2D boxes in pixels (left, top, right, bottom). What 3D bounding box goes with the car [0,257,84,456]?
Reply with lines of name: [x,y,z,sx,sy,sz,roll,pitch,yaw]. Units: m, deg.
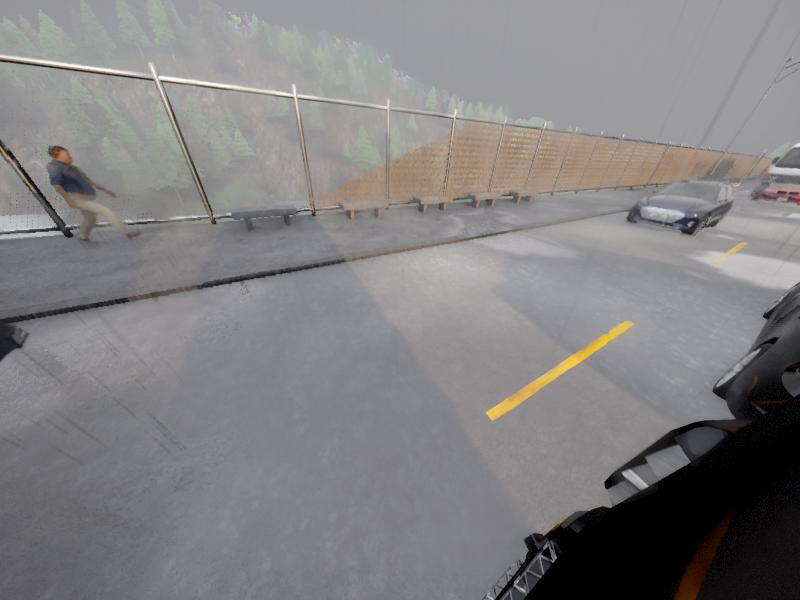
car: [-5.515,1.001,0.546,5.027,1.651,2.152,-16,38,-26]

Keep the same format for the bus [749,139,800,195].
bus: [41.072,-13.275,23.208,10.273,4.253,3.944,-16,38,-26]

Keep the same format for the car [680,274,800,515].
car: [5.342,0.499,2.209,5.008,1.535,1.882,-16,38,-26]

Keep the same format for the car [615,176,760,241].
car: [11.088,-3.732,8.932,4.856,1.649,2.033,-16,38,-26]

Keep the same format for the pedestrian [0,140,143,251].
pedestrian: [-6.313,-2.046,4.625,0.751,1.860,0.751,-13,37,-23]

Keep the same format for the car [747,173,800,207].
car: [27.087,-7.831,16.284,4.611,1.667,2.242,-23,41,-34]
